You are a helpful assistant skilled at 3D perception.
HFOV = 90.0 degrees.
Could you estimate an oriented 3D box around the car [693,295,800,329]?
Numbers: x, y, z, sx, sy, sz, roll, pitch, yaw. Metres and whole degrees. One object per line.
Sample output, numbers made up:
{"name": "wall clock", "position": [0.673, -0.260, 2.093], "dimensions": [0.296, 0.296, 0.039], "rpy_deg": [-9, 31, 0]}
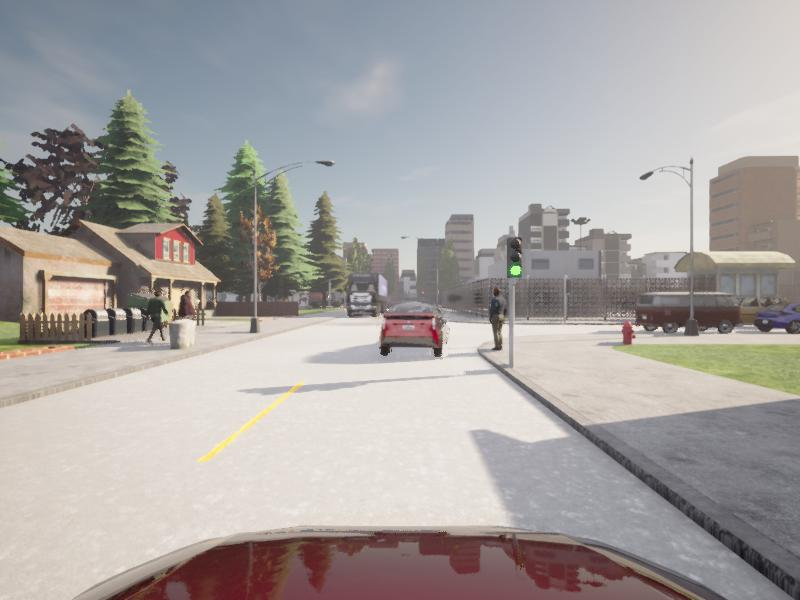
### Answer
{"name": "car", "position": [19.941, 0.652, 23.076], "dimensions": [4.605, 1.855, 1.932], "rpy_deg": [0, 0, 3]}

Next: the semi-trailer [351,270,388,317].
{"name": "semi-trailer", "position": [-3.080, -0.616, 45.043], "dimensions": [2.717, 4.402, 14.254], "rpy_deg": [0, 0, 1]}

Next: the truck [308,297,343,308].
{"name": "truck", "position": [-14.363, 0.542, 77.468], "dimensions": [6.274, 2.098, 2.390], "rpy_deg": [0, 0, 1]}

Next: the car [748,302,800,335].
{"name": "car", "position": [19.645, 0.854, 19.217], "dimensions": [4.193, 1.474, 1.816], "rpy_deg": [0, 0, 1]}

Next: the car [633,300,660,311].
{"name": "car", "position": [35.902, 0.746, 58.395], "dimensions": [1.789, 1.547, 3.705], "rpy_deg": [0, 0, 1]}

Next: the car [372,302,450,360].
{"name": "car", "position": [0.560, 0.829, 12.935], "dimensions": [2.007, 1.525, 4.514], "rpy_deg": [0, 0, 9]}

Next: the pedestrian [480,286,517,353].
{"name": "pedestrian", "position": [2.859, 0.534, 11.620], "dimensions": [0.751, 1.860, 0.751], "rpy_deg": [0, 0, -28]}

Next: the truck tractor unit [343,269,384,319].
{"name": "truck tractor unit", "position": [-3.250, -0.519, 37.133], "dimensions": [3.053, 4.208, 6.516], "rpy_deg": [0, 0, 1]}

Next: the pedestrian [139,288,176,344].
{"name": "pedestrian", "position": [-8.254, 0.533, 13.645], "dimensions": [0.751, 1.860, 0.751], "rpy_deg": [0, 0, 9]}

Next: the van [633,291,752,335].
{"name": "van", "position": [13.973, 0.598, 19.308], "dimensions": [4.442, 1.987, 1.775], "rpy_deg": [0, 0, 0]}

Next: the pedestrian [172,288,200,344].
{"name": "pedestrian", "position": [-7.366, 0.533, 13.803], "dimensions": [0.751, 1.860, 0.751], "rpy_deg": [0, 0, -20]}
